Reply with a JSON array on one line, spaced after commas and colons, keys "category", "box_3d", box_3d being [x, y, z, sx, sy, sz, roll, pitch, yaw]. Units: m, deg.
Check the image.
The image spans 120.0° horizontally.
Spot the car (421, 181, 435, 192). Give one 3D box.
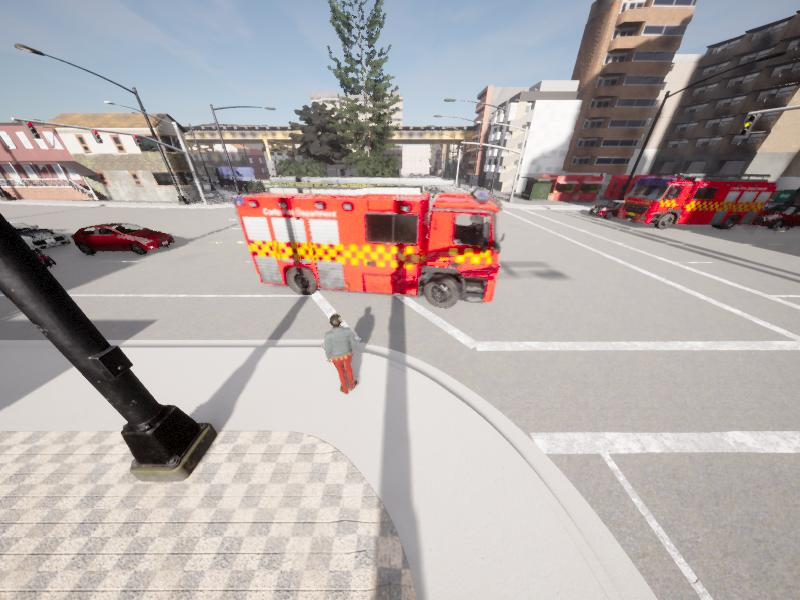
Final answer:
[{"category": "car", "box_3d": [5.412, -22.577, 45.794, 2.152, 1.651, 5.027, 0, 30, 0]}]

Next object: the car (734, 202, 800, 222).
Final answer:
[{"category": "car", "box_3d": [35.812, -8.420, 22.096, 4.181, 1.385, 1.994, 1, 30, -1]}]

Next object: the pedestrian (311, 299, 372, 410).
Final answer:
[{"category": "pedestrian", "box_3d": [-1.056, 1.029, 4.320, 0.751, 1.860, 0.751, -12, 32, -20]}]

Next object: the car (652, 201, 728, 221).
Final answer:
[{"category": "car", "box_3d": [27.438, -8.486, 21.979, 4.181, 1.385, 1.994, 1, 30, 0]}]

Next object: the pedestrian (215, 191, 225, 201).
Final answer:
[{"category": "pedestrian", "box_3d": [-23.785, -13.740, 30.546, 0.500, 1.100, 0.500, 16, 34, 26]}]

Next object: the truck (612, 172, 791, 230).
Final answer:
[{"category": "truck", "box_3d": [23.136, -7.864, 18.354, 8.468, 3.827, 2.891, 0, 30, -1]}]

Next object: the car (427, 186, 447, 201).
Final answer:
[{"category": "car", "box_3d": [5.324, -15.635, 33.769, 2.152, 1.651, 5.027, 0, 30, 1]}]

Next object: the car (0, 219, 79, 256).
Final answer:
[{"category": "car", "box_3d": [-21.198, -3.455, 12.659, 3.806, 1.475, 1.970, 0, 30, 0]}]

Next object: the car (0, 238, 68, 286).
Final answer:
[{"category": "car", "box_3d": [-17.753, -1.639, 9.666, 4.181, 1.385, 1.994, 0, 30, -1]}]

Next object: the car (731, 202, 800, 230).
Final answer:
[{"category": "car", "box_3d": [31.272, -6.902, 18.910, 4.553, 1.767, 2.097, 1, 30, -1]}]

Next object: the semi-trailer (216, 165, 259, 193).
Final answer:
[{"category": "semi-trailer", "box_3d": [-32.864, -24.556, 46.425, 14.254, 4.402, 2.717, 26, 39, 38]}]

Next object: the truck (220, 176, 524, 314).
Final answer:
[{"category": "truck", "box_3d": [-0.920, -2.269, 8.420, 8.468, 3.827, 2.891, 5, 30, 9]}]

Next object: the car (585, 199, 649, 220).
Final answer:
[{"category": "car", "box_3d": [20.444, -8.612, 21.937, 3.806, 1.475, 1.970, 0, 30, 0]}]

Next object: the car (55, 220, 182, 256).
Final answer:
[{"category": "car", "box_3d": [-15.142, -3.436, 12.690, 4.193, 1.474, 1.816, 0, 30, 0]}]

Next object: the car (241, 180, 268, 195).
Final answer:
[{"category": "car", "box_3d": [-25.804, -20.022, 40.972, 5.566, 2.045, 2.150, 27, 39, 37]}]

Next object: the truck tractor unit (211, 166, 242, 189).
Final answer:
[{"category": "truck tractor unit", "box_3d": [-38.493, -27.249, 51.291, 6.516, 4.208, 3.053, 27, 39, 37]}]
